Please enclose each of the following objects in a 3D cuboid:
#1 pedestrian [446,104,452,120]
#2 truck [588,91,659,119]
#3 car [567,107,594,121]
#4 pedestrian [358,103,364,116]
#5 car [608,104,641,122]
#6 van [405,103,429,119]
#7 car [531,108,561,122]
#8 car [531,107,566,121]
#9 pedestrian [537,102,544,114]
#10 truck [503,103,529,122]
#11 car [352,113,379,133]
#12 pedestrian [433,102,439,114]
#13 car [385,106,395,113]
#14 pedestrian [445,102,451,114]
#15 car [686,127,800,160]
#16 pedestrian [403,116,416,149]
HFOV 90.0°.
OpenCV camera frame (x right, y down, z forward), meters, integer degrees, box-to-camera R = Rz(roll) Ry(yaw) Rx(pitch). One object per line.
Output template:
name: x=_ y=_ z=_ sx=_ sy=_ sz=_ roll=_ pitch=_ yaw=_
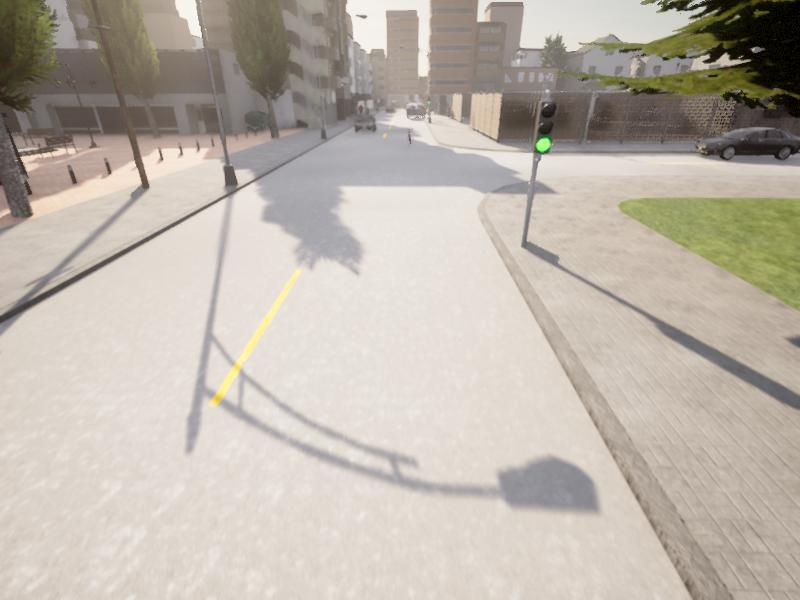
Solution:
pedestrian: x=6.642 y=-25.458 z=54.122 sx=0.751 sy=1.860 sz=0.751 roll=2 pitch=27 yaw=4
truck: x=33.853 y=-29.697 z=60.931 sx=8.468 sy=3.827 sz=2.891 roll=1 pitch=27 yaw=1
car: x=23.733 y=-24.457 z=52.602 sx=1.845 sy=1.501 sz=3.633 roll=0 pitch=27 yaw=1
pedestrian: x=-6.094 y=-29.814 z=62.676 sx=0.751 sy=1.860 sz=0.751 roll=-2 pitch=27 yaw=-4
car: x=28.829 y=-24.142 z=51.597 sx=1.905 sy=1.878 sz=3.866 roll=0 pitch=27 yaw=1
van: x=2.510 y=-27.922 z=59.039 sx=2.069 sy=2.038 sz=4.480 roll=10 pitch=29 yaw=21
car: x=19.046 y=-24.256 z=52.357 sx=2.033 sy=1.415 sz=5.357 roll=0 pitch=27 yaw=1
car: x=19.270 y=-24.245 z=52.178 sx=3.705 sy=1.547 sz=1.789 roll=0 pitch=27 yaw=1
pedestrian: x=24.672 y=-33.750 z=70.286 sx=0.751 sy=1.860 sz=0.751 roll=0 pitch=27 yaw=1
truck: x=15.090 y=-24.643 z=52.440 sx=2.069 sy=2.038 sz=4.478 roll=0 pitch=27 yaw=1
car: x=-3.190 y=-16.821 z=37.903 sx=2.007 sy=1.525 sz=4.514 roll=0 pitch=27 yaw=1
pedestrian: x=6.441 y=-34.080 z=70.966 sx=0.751 sy=1.860 sz=0.751 roll=-12 pitch=29 yaw=-22
car: x=-2.079 y=-39.863 z=83.691 sx=1.895 sy=1.301 sz=4.718 roll=1 pitch=27 yaw=1
pedestrian: x=8.257 y=-33.059 z=68.964 sx=0.751 sy=1.860 sz=0.751 roll=22 pitch=34 yaw=36
car: x=18.578 y=-8.390 z=21.384 sx=4.892 sy=1.490 sz=1.837 roll=0 pitch=27 yaw=1
pedestrian: x=0.596 y=-10.467 z=25.044 sx=0.751 sy=1.860 sz=0.751 roll=0 pitch=27 yaw=0
